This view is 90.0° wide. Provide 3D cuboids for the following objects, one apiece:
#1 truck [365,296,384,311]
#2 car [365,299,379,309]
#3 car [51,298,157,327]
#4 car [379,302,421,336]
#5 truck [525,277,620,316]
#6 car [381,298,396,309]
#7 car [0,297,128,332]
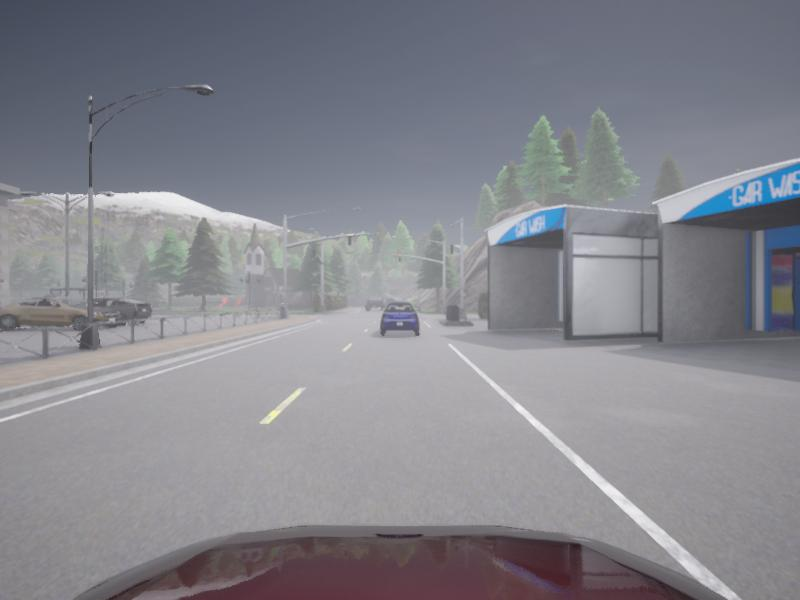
[{"bbox_3d":[-3.544,0.498,57.552,2.390,2.098,6.274,0,0,-1],"label":"truck"},{"bbox_3d":[-4.860,0.719,68.396,1.930,1.638,5.238,0,0,-10],"label":"car"},{"bbox_3d":[-16.513,0.666,22.497,4.514,1.523,2.007,0,0,-1],"label":"car"},{"bbox_3d":[-0.006,0.839,19.397,1.816,1.474,4.193,0,0,0],"label":"car"},{"bbox_3d":[17.419,-0.351,40.745,8.468,3.827,2.891,0,0,-1],"label":"truck"},{"bbox_3d":[-2.122,0.601,72.172,1.905,1.878,3.866,0,0,-15],"label":"car"},{"bbox_3d":[-16.442,0.659,19.361,5.027,1.636,2.152,0,0,-1],"label":"car"}]
